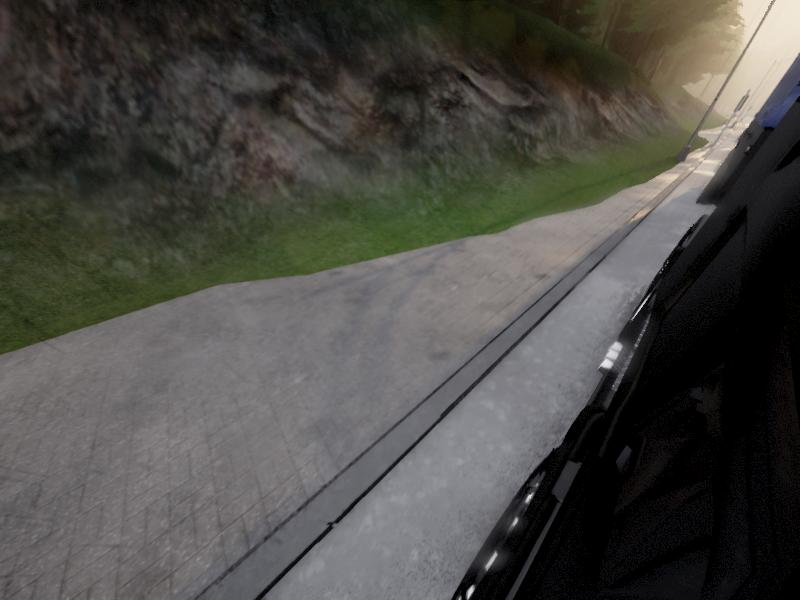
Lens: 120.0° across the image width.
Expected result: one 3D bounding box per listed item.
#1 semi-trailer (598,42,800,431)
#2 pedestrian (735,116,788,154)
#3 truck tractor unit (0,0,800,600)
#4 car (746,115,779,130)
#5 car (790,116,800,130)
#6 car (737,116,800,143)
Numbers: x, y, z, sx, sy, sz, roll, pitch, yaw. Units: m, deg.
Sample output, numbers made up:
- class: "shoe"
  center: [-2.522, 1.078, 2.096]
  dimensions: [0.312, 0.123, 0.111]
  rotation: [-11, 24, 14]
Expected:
- class: "semi-trailer"
  center: [8.698, -3.602, 4.232]
  dimensions: [14.254, 4.402, 2.717]
  rotation: [-28, 44, -30]
- class: "pedestrian"
  center: [22.159, -10.137, 14.212]
  dimensions: [0.751, 1.860, 0.751]
  rotation: [17, 41, 24]
- class: "truck tractor unit"
  center: [2.645, -0.295, 0.351]
  dimensions: [6.516, 4.208, 3.053]
  rotation: [-28, 44, -30]
- class: "car"
  center: [52.845, -25.974, 33.771]
  dimensions: [4.514, 1.525, 2.007]
  rotation: [-28, 44, -30]
- class: "car"
  center: [53.457, -23.204, 29.980]
  dimensions: [5.027, 1.651, 2.152]
  rotation: [-28, 44, -30]
- class: "car"
  center: [31.815, -14.829, 20.078]
  dimensions: [4.611, 1.667, 2.242]
  rotation: [-31, 45, -32]
